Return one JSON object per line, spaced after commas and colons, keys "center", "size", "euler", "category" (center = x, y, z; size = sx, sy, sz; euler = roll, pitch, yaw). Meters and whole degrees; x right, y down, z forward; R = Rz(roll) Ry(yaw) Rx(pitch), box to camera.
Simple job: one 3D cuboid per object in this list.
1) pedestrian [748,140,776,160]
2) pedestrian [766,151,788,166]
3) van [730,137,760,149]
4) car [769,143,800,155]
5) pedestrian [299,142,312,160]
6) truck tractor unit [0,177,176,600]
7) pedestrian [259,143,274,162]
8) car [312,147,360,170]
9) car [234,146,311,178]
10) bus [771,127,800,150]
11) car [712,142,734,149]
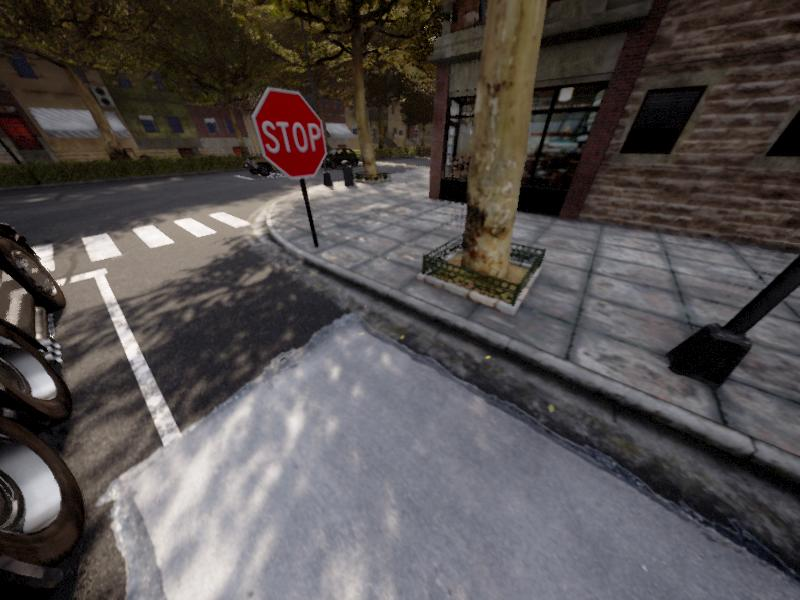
{"center": [40.583, -16.811, 25.959], "size": [0.751, 1.860, 0.751], "euler": [23, 41, 30], "category": "pedestrian"}
{"center": [34.414, -12.941, 21.104], "size": [0.500, 1.100, 0.500], "euler": [22, 41, 29], "category": "pedestrian"}
{"center": [87.812, -40.079, 58.903], "size": [2.351, 2.431, 6.366], "euler": [24, 42, 31], "category": "van"}
{"center": [64.241, -25.097, 38.316], "size": [4.514, 1.525, 2.007], "euler": [-17, 38, -22], "category": "car"}
{"center": [-11.915, -18.820, 29.176], "size": [0.751, 1.860, 0.751], "euler": [21, 40, 27], "category": "pedestrian"}
{"center": [-4.960, -0.425, 0.981], "size": [6.516, 4.208, 3.053], "euler": [24, 42, 31], "category": "truck tractor unit"}
{"center": [-15.138, -16.713, 26.170], "size": [0.751, 1.860, 0.751], "euler": [24, 42, 31], "category": "pedestrian"}
{"center": [-6.029, -13.737, 22.367], "size": [1.851, 1.617, 3.988], "euler": [24, 42, 31], "category": "car"}
{"center": [-9.870, -11.064, 18.313], "size": [1.932, 1.855, 4.605], "euler": [24, 42, 30], "category": "car"}
{"center": [93.204, -37.492, 53.555], "size": [3.944, 4.253, 10.273], "euler": [24, 42, 31], "category": "bus"}
{"center": [84.796, -40.692, 60.707], "size": [2.033, 1.411, 5.357], "euler": [24, 42, 31], "category": "car"}
